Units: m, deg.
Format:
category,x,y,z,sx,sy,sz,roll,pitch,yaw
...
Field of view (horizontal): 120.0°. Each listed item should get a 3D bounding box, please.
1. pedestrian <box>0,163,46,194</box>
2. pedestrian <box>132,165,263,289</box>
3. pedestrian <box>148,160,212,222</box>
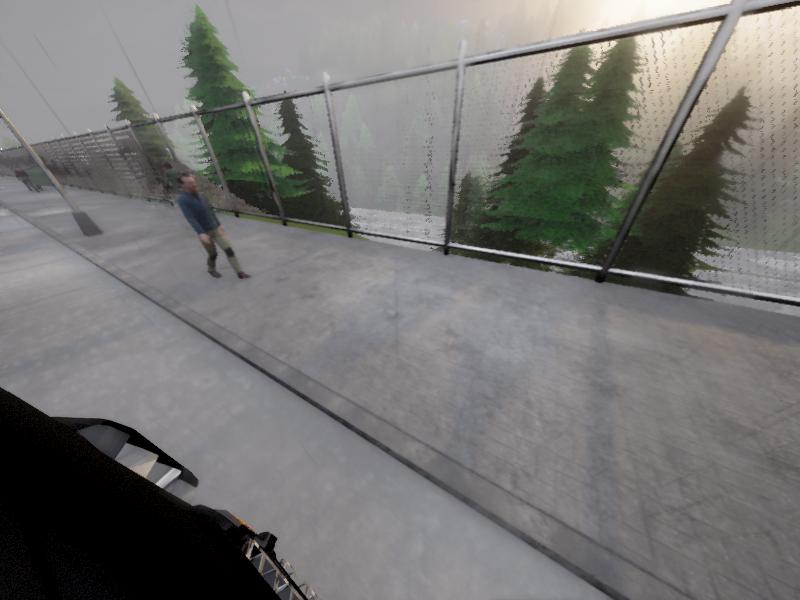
category,x,y,z,sx,sy,sz,roll,pitch,yaw
pedestrian,-27.057,-8.742,16.623,0.751,1.860,0.751,10,36,18
pedestrian,-3.286,-1.212,3.982,0.751,1.860,0.751,7,35,13
pedestrian,-7.693,-3.828,8.160,0.751,1.860,0.751,17,38,26
